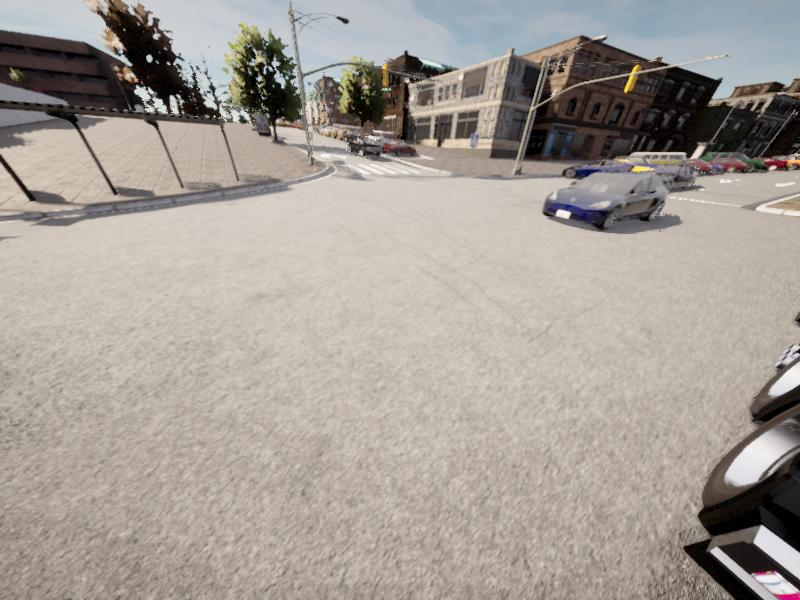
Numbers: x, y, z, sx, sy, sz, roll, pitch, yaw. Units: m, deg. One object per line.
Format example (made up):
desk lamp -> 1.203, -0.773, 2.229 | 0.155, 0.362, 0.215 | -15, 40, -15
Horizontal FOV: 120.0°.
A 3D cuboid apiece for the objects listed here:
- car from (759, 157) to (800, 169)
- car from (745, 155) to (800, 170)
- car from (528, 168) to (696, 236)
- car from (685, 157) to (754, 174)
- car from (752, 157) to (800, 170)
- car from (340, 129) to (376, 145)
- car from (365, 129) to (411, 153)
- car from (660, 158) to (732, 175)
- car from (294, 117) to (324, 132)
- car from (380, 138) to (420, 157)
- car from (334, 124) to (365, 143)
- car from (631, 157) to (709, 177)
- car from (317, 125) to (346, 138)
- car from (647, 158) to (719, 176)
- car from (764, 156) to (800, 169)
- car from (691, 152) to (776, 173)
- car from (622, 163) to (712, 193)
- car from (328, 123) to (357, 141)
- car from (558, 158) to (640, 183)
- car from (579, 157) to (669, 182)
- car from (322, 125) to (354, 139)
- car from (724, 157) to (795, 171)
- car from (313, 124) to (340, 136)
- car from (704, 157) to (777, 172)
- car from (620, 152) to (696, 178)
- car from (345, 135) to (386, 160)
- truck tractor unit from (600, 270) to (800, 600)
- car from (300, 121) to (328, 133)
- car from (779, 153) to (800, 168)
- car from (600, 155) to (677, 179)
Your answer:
car -> 60.860, -21.399, 35.990 | 2.097, 1.535, 5.008 | -25, 41, -34
car -> 55.260, -20.310, 34.008 | 2.185, 1.767, 4.553 | -26, 41, -34
car -> 7.131, -3.504, 7.846 | 4.792, 1.488, 2.163 | -14, 37, -24
car -> 38.546, -16.441, 28.137 | 2.002, 1.452, 4.674 | -28, 42, -36
car -> 58.059, -20.802, 35.036 | 2.231, 1.521, 4.892 | -26, 41, -34
car -> -6.180, -24.184, 34.380 | 2.231, 1.521, 4.892 | 29, 42, 27
car -> -1.448, -19.375, 28.338 | 2.435, 2.045, 5.566 | 29, 42, 27
car -> 33.039, -15.124, 26.041 | 2.002, 1.452, 4.674 | -28, 42, -37
car -> -20.326, -39.423, 51.909 | 2.435, 2.045, 5.566 | 29, 42, 26
car -> 0.078, -17.458, 26.525 | 2.002, 1.452, 4.674 | 29, 42, 27
car -> -7.782, -25.990, 36.139 | 1.878, 1.987, 4.442 | 30, 42, 27
car -> 27.558, -13.802, 23.868 | 4.892, 1.521, 2.231 | 28, 42, 36
car -> -12.430, -30.860, 42.299 | 2.002, 1.452, 4.674 | 30, 42, 27
car -> 30.296, -14.446, 24.963 | 4.674, 1.452, 2.002 | 29, 43, 36
car -> 63.545, -22.049, 37.022 | 1.946, 1.575, 5.366 | -25, 41, -34
car -> 41.339, -17.326, 28.999 | 2.435, 2.045, 5.566 | -27, 42, -36
car -> 17.756, -8.222, 15.402 | 5.357, 1.411, 2.033 | -15, 37, -22
car -> -9.350, -27.668, 38.114 | 1.878, 1.987, 4.442 | 30, 42, 27
car -> 16.656, -11.048, 19.560 | 4.792, 1.488, 2.163 | 27, 42, 35
car -> 19.537, -11.628, 20.418 | 5.366, 1.575, 1.946 | 27, 41, 35
car -> -10.750, -29.296, 40.422 | 1.946, 1.575, 5.366 | 29, 42, 27
car -> 49.653, -19.004, 32.153 | 2.097, 1.535, 5.008 | -27, 42, -35
car -> -14.012, -32.534, 44.266 | 2.002, 1.452, 4.674 | 29, 42, 27
car -> 44.086, -17.764, 30.172 | 2.097, 1.535, 5.008 | -27, 42, -36
car -> 24.919, -13.254, 22.575 | 4.442, 1.987, 1.878 | 28, 42, 36
car -> -3.602, -15.367, 23.202 | 2.128, 1.511, 4.902 | -17, 43, -28
truck tractor unit -> 5.118, -0.293, 0.761 | 6.516, 4.208, 3.053 | -18, 39, -24
car -> -18.627, -37.650, 50.244 | 1.946, 1.575, 5.366 | 29, 42, 27
car -> 66.565, -22.688, 37.635 | 1.878, 1.987, 4.442 | -25, 41, -34
car -> 22.092, -12.524, 21.603 | 4.553, 1.767, 2.185 | 28, 42, 35
